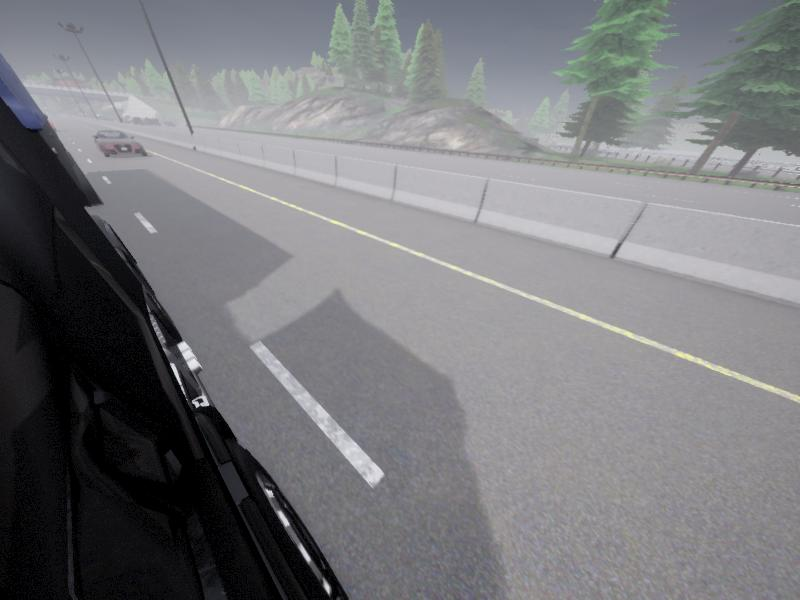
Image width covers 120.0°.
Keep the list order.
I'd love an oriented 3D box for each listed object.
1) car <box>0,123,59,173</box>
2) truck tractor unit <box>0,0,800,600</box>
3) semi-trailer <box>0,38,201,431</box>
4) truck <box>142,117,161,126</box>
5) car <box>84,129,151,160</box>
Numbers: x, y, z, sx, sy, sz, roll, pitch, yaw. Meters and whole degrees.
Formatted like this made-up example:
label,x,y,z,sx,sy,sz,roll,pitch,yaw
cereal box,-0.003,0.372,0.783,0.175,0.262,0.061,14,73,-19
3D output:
label,x,y,z,sx,sy,sz,roll,pitch,yaw
car,-18.578,-7.082,10.623,2.033,1.649,4.856,-25,44,-32
truck tractor unit,-2.645,-0.295,0.351,6.516,4.208,3.053,28,44,30
semi-trailer,-8.699,-3.598,4.239,14.254,4.402,2.717,28,43,30
truck,-75.776,-54.526,70.502,6.274,2.098,2.390,28,43,30
car,-18.641,-10.330,15.235,4.181,1.385,1.994,28,43,30
